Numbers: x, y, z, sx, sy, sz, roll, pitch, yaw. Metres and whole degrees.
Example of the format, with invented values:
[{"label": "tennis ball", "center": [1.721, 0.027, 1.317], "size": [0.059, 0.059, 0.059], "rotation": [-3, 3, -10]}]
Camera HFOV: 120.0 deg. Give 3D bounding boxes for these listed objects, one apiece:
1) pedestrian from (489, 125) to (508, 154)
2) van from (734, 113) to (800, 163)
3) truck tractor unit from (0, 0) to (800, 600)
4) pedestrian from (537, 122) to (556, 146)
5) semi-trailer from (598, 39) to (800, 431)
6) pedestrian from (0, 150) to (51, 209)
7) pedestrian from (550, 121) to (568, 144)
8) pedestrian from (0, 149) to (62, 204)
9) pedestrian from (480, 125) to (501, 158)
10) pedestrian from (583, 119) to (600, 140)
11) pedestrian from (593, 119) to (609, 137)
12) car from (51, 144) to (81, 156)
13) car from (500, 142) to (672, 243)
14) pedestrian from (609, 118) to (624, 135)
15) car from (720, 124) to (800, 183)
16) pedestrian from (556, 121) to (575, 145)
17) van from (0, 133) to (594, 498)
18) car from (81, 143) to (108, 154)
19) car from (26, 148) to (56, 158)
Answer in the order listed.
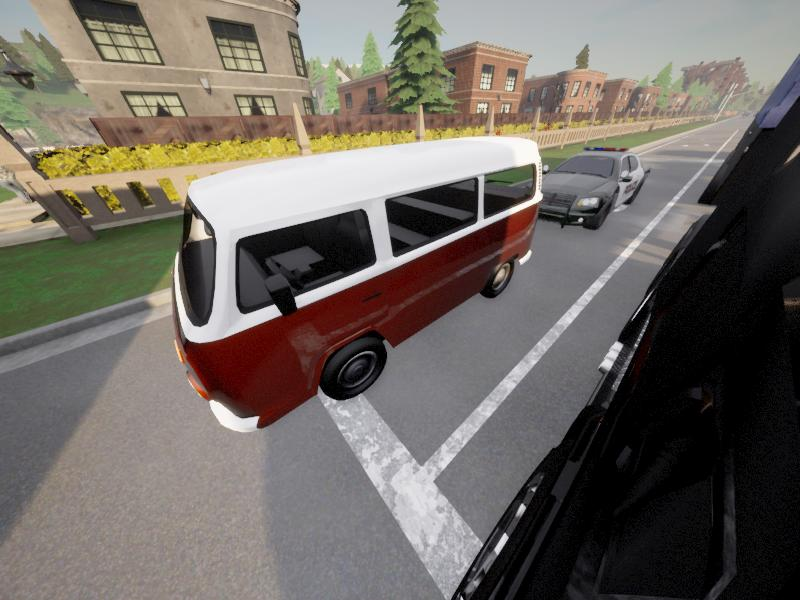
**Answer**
[{"label": "pedestrian", "center": [7.782, -12.773, 18.379], "size": [0.751, 1.860, 0.751], "rotation": [-28, 44, -30]}, {"label": "van", "center": [20.803, -9.055, 12.783], "size": [4.442, 1.987, 1.775], "rotation": [-28, 44, -30]}, {"label": "truck tractor unit", "center": [2.645, -0.295, 0.351], "size": [6.516, 4.208, 3.053], "rotation": [-28, 44, -30]}, {"label": "pedestrian", "center": [14.135, -16.041, 22.349], "size": [0.751, 1.860, 0.751], "rotation": [-25, 42, -27]}, {"label": "semi-trailer", "center": [8.699, -3.605, 4.225], "size": [14.254, 4.402, 2.717], "rotation": [-28, 44, -30]}, {"label": "pedestrian", "center": [-15.124, -4.670, 8.981], "size": [0.751, 1.860, 0.751], "rotation": [-28, 44, -30]}, {"label": "pedestrian", "center": [16.213, -17.048, 23.564], "size": [0.751, 1.860, 0.751], "rotation": [-28, 43, -29]}, {"label": "pedestrian", "center": [-15.535, -5.092, 9.570], "size": [0.751, 1.860, 0.751], "rotation": [-26, 43, -28]}, {"label": "pedestrian", "center": [6.366, -11.158, 16.308], "size": [0.751, 1.860, 0.751], "rotation": [-28, 44, -30]}, {"label": "pedestrian", "center": [22.139, -19.698, 26.736], "size": [0.751, 1.860, 0.751], "rotation": [-29, 44, -31]}, {"label": "pedestrian", "center": [26.490, -22.700, 30.476], "size": [0.751, 1.860, 0.751], "rotation": [-29, 44, -31]}, {"label": "car", "center": [-69.882, -31.426, 48.452], "size": [1.932, 1.855, 4.605], "rotation": [-25, 42, -27]}, {"label": "car", "center": [5.277, -3.334, 6.489], "size": [4.974, 1.542, 2.038], "rotation": [-28, 44, -30]}, {"label": "pedestrian", "center": [30.491, -24.444, 32.557], "size": [0.751, 1.860, 0.751], "rotation": [-32, 45, -33]}, {"label": "car", "center": [16.057, -6.369, 9.805], "size": [5.027, 1.651, 2.152], "rotation": [-28, 44, -30]}, {"label": "pedestrian", "center": [16.285, -16.449, 22.759], "size": [0.751, 1.860, 0.751], "rotation": [-28, 44, -30]}, {"label": "van", "center": [-0.050, -0.702, 2.878], "size": [4.480, 2.038, 2.069], "rotation": [-28, 44, -30]}, {"label": "car", "center": [-68.381, -33.970, 51.763], "size": [1.905, 1.878, 3.866], "rotation": [-19, 40, -21]}, {"label": "car", "center": [-72.354, -29.676, 46.595], "size": [1.816, 1.474, 4.193], "rotation": [-25, 42, -27]}]
